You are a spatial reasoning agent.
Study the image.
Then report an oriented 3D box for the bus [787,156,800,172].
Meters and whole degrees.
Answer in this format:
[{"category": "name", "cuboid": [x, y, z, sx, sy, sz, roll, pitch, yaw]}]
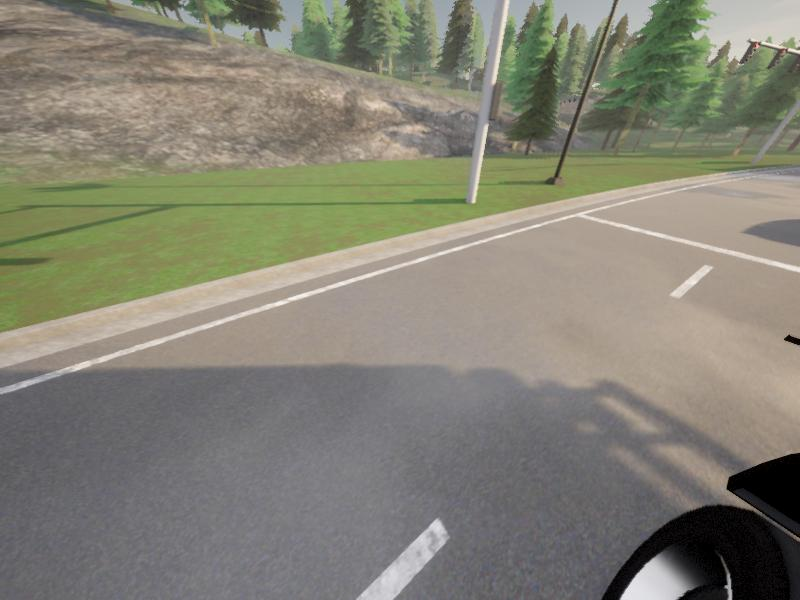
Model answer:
[{"category": "bus", "cuboid": [34.011, -11.091, 15.643, 10.273, 4.253, 3.944, -11, 37, -16]}]
